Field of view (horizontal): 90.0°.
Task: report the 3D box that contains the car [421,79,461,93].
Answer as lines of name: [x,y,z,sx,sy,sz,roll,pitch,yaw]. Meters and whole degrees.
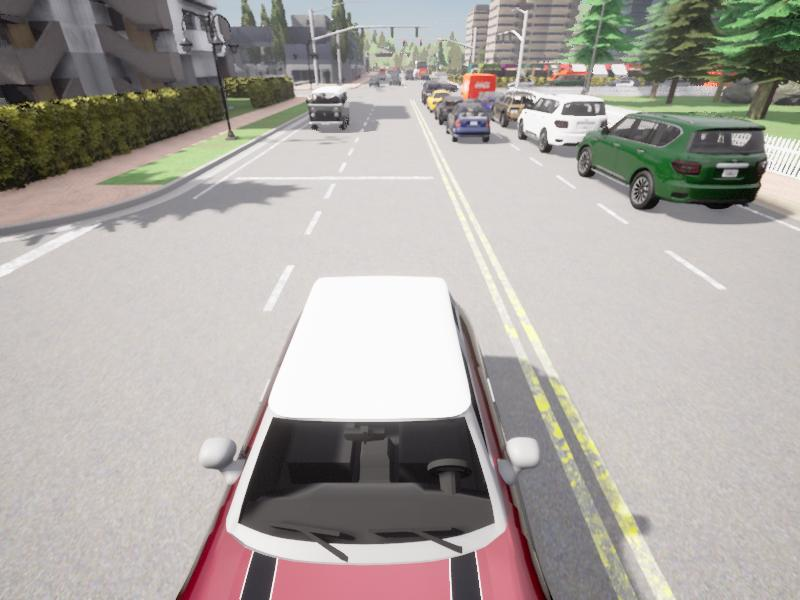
car: [5.412,-28.448,53.187,4.792,1.488,2.163,17,35,27]

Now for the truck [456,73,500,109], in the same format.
truck: [6.540,-17.939,34.233,2.627,2.467,5.204,0,30,0]

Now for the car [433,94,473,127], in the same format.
car: [3.142,-11.692,24.536,1.816,1.474,4.193,0,30,0]

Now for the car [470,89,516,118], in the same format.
car: [6.597,-14.293,28.977,2.163,1.488,4.792,0,30,0]

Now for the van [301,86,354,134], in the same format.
van: [-3.833,-10.578,22.075,2.069,2.038,4.480,0,30,-1]

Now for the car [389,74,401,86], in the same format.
car: [-0.845,-39.505,71.788,2.097,1.767,4.553,0,30,0]

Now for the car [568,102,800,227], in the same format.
car: [6.791,-3.894,10.634,2.150,2.045,5.566,0,30,-1]

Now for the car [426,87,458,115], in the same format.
car: [3.081,-15.262,30.537,1.801,1.575,5.366,0,30,0]

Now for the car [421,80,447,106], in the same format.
car: [3.019,-18.947,36.543,1.932,1.855,4.605,0,30,0]

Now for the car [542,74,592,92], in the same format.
car: [22.592,-29.488,54.401,5.566,2.045,2.150,-1,30,-2]

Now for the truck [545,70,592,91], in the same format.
truck: [24.040,-31.460,57.365,5.204,2.467,2.627,-1,30,-2]

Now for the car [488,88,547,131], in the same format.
car: [6.656,-11.168,23.240,1.932,1.855,4.605,0,30,0]

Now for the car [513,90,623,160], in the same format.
car: [6.720,-7.580,16.939,2.150,2.045,5.566,0,30,0]

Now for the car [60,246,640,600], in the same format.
car: [-0.169,1.058,2.751,1.970,1.475,3.806,0,30,0]

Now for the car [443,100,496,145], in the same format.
car: [3.201,-8.536,19.061,1.789,1.549,3.705,0,30,-1]

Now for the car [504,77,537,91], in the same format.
car: [17.251,-31.012,57.443,3.988,1.617,1.851,0,30,0]

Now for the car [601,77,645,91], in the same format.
car: [32.144,-31.248,57.806,4.856,1.649,2.033,-1,30,-2]

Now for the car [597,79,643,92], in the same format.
car: [30.039,-29.393,54.750,4.974,1.542,2.038,-1,30,-2]
